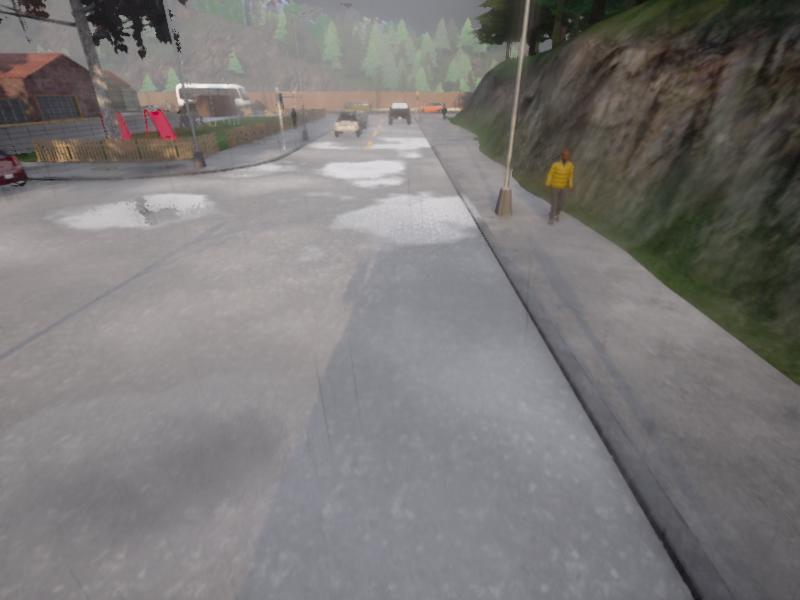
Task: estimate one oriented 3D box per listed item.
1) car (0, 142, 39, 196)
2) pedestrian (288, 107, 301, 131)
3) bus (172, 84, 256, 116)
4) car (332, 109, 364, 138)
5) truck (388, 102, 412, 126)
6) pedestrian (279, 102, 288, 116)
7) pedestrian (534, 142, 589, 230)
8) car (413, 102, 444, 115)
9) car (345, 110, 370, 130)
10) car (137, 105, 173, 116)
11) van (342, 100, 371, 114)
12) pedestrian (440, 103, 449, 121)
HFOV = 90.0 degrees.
[{"bbox_3d":[-14.995,-4.394,13.434,3.633,1.501,1.845,1,27,1],"label":"car"},{"bbox_3d":[-9.150,-15.705,34.660,0.751,1.860,0.751,0,27,0],"label":"pedestrian"},{"bbox_3d":[-27.841,-30.254,60.505,10.273,4.253,3.944,0,27,0],"label":"bus"},{"bbox_3d":[-4.017,-14.026,31.661,1.932,1.855,4.605,0,27,0],"label":"car"},{"bbox_3d":[-0.022,-20.433,43.805,2.390,2.098,6.274,0,27,0],"label":"truck"},{"bbox_3d":[-16.352,-26.827,56.189,0.751,1.860,0.751,0,27,0],"label":"pedestrian"},{"bbox_3d":[3.763,-2.696,9.471,0.751,1.860,0.751,3,28,6],"label":"pedestrian"},{"bbox_3d":[4.546,-30.903,64.384,4.553,1.767,2.097,-6,28,-11],"label":"car"},{"bbox_3d":[-4.020,-17.477,38.753,1.837,1.490,4.892,0,27,0],"label":"car"},{"bbox_3d":[-37.348,-28.956,61.037,4.193,1.474,1.816,0,27,0],"label":"car"},{"bbox_3d":[-6.972,-31.049,64.472,4.442,1.987,1.775,0,27,0],"label":"van"},{"bbox_3d":[5.166,-21.865,46.525,0.751,1.860,0.751,-1,27,-1],"label":"pedestrian"}]
